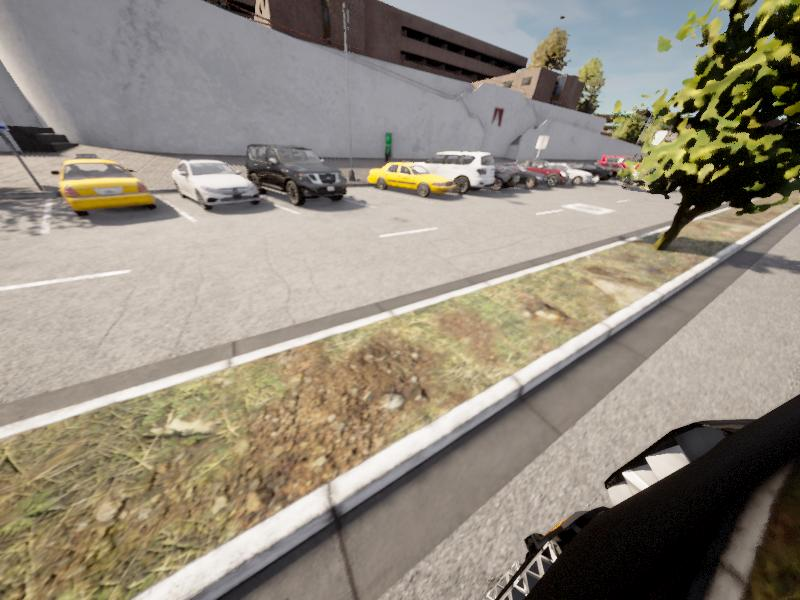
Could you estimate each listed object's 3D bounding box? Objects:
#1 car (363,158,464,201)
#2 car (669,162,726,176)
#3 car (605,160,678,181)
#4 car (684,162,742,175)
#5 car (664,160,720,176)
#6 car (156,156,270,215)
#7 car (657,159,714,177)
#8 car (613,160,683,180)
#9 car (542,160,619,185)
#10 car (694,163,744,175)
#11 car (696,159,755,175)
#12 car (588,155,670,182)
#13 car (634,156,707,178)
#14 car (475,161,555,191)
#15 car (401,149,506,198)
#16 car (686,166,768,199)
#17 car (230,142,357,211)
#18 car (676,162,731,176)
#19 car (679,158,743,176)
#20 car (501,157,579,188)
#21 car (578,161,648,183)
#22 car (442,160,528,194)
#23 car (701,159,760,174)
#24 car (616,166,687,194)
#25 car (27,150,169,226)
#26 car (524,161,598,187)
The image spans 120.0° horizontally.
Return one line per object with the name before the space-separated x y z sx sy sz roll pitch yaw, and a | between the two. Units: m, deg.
car | 0.543 -6.875 12.887 5.366 1.575 1.946 26 40 32
car | 44.652 -19.864 34.861 4.892 1.521 2.231 26 40 32
car | 26.583 -14.497 25.741 5.366 1.575 1.946 26 40 32
car | 52.322 -22.178 38.828 5.366 1.575 1.946 26 40 32
car | 42.034 -19.229 33.513 4.553 1.767 2.185 26 40 32
car | -7.414 -4.687 9.108 4.674 1.452 2.002 26 39 32
car | 39.476 -18.449 32.184 4.553 1.767 2.185 26 40 32
car | 28.897 -15.394 27.217 5.366 1.575 1.946 26 41 32
car | 16.029 -11.489 20.708 5.008 1.535 2.097 26 41 32
car | 55.073 -22.816 40.040 4.674 1.452 2.002 26 40 32
car | 57.671 -23.816 41.187 5.566 2.045 2.435 26 40 32
car | 23.868 -13.998 24.408 5.566 2.045 2.435 26 40 32
car | 34.226 -17.063 29.566 5.566 2.045 2.435 26 41 32
car | 8.217 -9.168 16.889 4.674 1.452 2.002 26 40 32
car | 2.991 -7.909 14.155 5.566 2.045 2.435 26 40 32
car | 23.541 -8.561 16.663 4.611 1.667 2.242 -16 38 -25
car | -4.770 -5.654 10.239 5.566 2.045 2.435 26 39 32
car | 47.230 -20.596 36.175 4.792 1.488 2.163 26 40 32
car | 49.844 -21.579 37.316 5.566 2.045 2.435 26 40 32
car | 10.800 -10.080 18.096 4.553 1.767 2.185 26 40 32
car | 21.257 -12.996 23.278 4.792 1.488 2.163 26 40 32
car | 5.583 -8.428 15.599 4.792 1.488 2.163 26 40 32
car | 60.339 -24.538 42.446 5.566 2.045 2.435 26 40 32
car | 18.718 -9.002 17.206 4.892 1.490 1.837 -16 38 -25
car | -10.159 -4.053 7.869 5.366 1.575 1.946 26 40 32
car | 13.421 -10.694 19.455 4.674 1.452 2.002 26 40 32
